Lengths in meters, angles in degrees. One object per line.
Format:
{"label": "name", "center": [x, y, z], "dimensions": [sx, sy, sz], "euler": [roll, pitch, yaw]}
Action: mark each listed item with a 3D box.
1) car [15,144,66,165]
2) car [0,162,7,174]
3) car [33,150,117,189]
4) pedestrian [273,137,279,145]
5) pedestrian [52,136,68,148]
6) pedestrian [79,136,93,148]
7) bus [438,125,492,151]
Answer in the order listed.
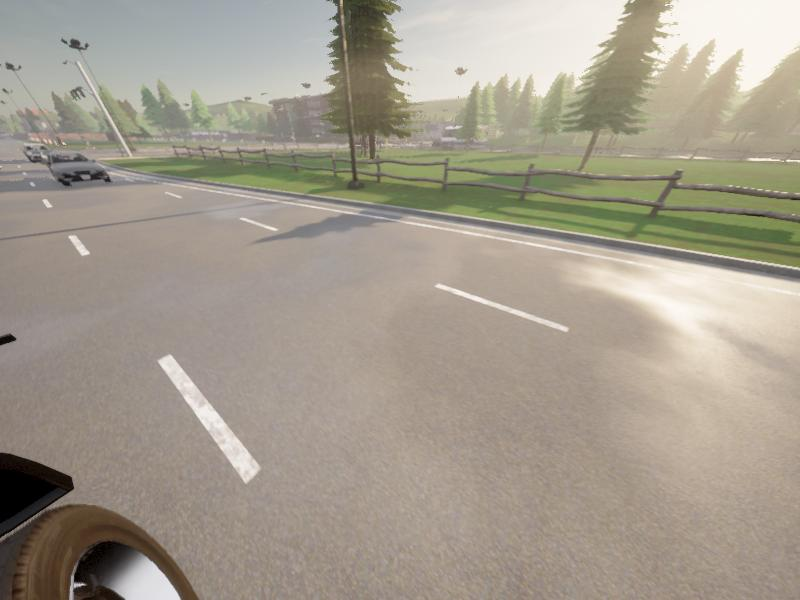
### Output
{"label": "car", "center": [-34.073, -13.895, 21.914], "dimensions": [3.806, 1.475, 1.970], "euler": [22, 41, 28]}
{"label": "car", "center": [-29.472, -9.556, 15.794], "dimensions": [4.902, 1.511, 2.128], "euler": [22, 41, 28]}
{"label": "car", "center": [-17.842, -7.241, 12.677], "dimensions": [4.193, 1.474, 1.816], "euler": [22, 41, 28]}
{"label": "pedestrian", "center": [-36.207, -46.434, 67.319], "dimensions": [0.751, 1.860, 0.751], "euler": [25, 42, 30]}
{"label": "pedestrian", "center": [-61.594, -28.643, 41.847], "dimensions": [0.751, 1.860, 0.751], "euler": [20, 40, 26]}
{"label": "pedestrian", "center": [-59.396, -29.933, 43.697], "dimensions": [0.751, 1.860, 0.751], "euler": [26, 42, 31]}
{"label": "bus", "center": [14.061, -35.890, 51.186], "dimensions": [10.273, 4.253, 3.944], "euler": [22, 41, 28]}
